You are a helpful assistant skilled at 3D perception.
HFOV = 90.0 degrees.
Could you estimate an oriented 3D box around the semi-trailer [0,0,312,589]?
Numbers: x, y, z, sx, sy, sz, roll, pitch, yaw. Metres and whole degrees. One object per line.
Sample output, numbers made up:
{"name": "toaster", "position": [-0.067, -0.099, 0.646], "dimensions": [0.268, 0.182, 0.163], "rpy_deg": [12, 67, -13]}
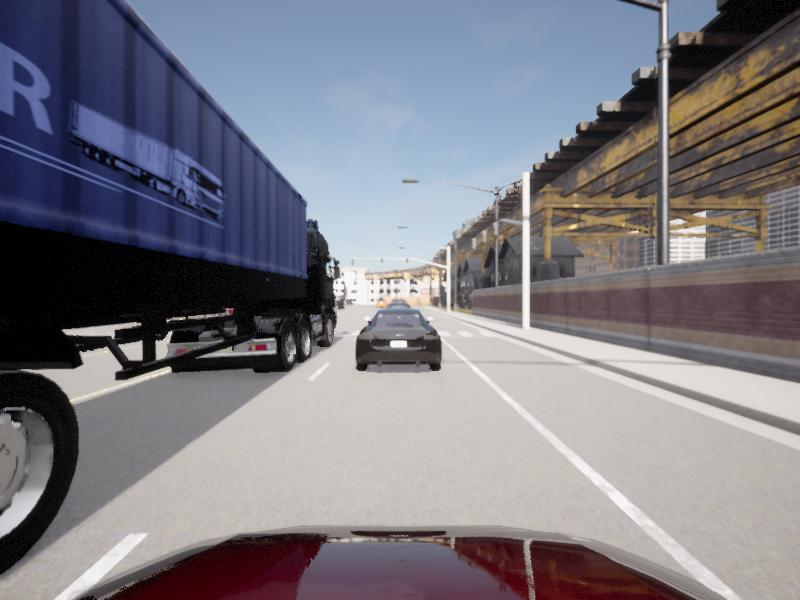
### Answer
{"name": "semi-trailer", "position": [-3.579, -0.629, 3.627], "dimensions": [2.717, 4.402, 14.254], "rpy_deg": [0, 0, -1]}

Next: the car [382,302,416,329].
{"name": "car", "position": [-0.072, 0.871, 23.924], "dimensions": [1.812, 1.442, 4.674], "rpy_deg": [0, 0, 0]}

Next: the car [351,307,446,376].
{"name": "car", "position": [-0.033, 0.908, 10.501], "dimensions": [1.994, 1.385, 4.181], "rpy_deg": [0, 0, 0]}

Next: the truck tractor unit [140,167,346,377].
{"name": "truck tractor unit", "position": [-3.717, -0.533, 11.571], "dimensions": [3.053, 4.208, 6.516], "rpy_deg": [-3, -1, 2]}

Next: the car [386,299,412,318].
{"name": "car", "position": [-0.112, 0.758, 37.315], "dimensions": [2.242, 1.667, 4.611], "rpy_deg": [0, 0, 0]}
